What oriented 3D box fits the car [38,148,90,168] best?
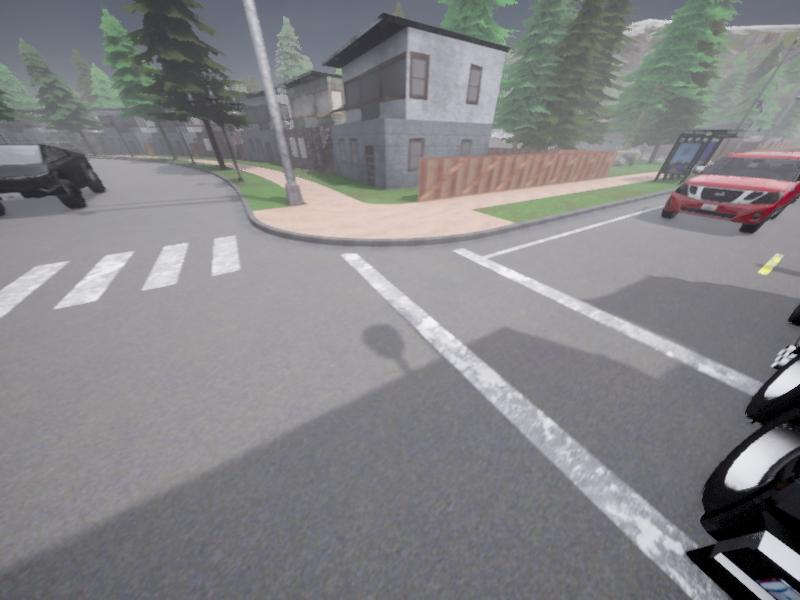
[{"bbox_3d":[-32.849,-13.995,22.633,3.633,1.501,1.845,18,38,24],"label":"car"}]

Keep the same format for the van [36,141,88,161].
[{"bbox_3d":[-42.788,-18.910,29.262,4.442,1.987,1.775,12,36,16],"label":"van"}]

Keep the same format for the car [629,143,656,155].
[{"bbox_3d":[47.702,-29.764,45.496,4.605,1.855,1.932,-19,39,-25],"label":"car"}]

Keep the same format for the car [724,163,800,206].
[{"bbox_3d":[18.596,-5.820,11.381,4.181,1.385,1.994,-18,39,-24],"label":"car"}]

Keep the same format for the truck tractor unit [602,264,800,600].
[{"bbox_3d":[5.110,-0.301,0.788,6.516,4.208,3.053,-18,39,-24],"label":"truck tractor unit"}]

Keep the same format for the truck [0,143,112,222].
[{"bbox_3d":[-14.656,-5.064,9.364,2.390,2.098,6.274,-24,42,-31],"label":"truck"}]

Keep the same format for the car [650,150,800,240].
[{"bbox_3d":[11.675,-3.846,7.880,5.566,2.045,2.150,-18,39,-24],"label":"car"}]

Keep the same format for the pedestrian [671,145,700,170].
[{"bbox_3d":[25.397,-12.666,20.584,0.751,1.860,0.751,-20,40,-27],"label":"pedestrian"}]
